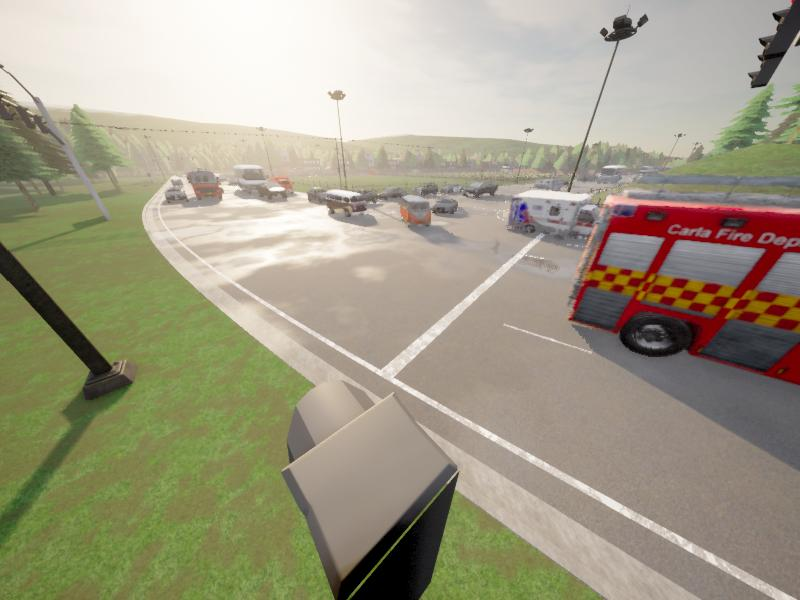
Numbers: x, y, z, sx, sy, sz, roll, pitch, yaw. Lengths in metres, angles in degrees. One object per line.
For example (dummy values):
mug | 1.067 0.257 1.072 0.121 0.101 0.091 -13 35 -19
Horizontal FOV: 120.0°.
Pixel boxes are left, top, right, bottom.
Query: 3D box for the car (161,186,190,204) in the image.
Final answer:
car | -29.716 -13.989 30.613 2.152 1.651 5.027 -23 37 -34

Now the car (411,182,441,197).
car | 4.107 -17.597 36.606 4.605 1.855 1.932 -23 37 -34

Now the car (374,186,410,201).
car | -1.112 -15.090 32.661 4.792 1.488 2.163 -26 39 -37

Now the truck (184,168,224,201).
truck | -28.387 -16.866 33.394 2.891 3.827 8.468 -22 37 -33

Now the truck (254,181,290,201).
truck | -18.337 -15.584 32.893 2.390 2.098 6.274 -24 38 -36

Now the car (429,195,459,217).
car | 4.457 -9.376 22.877 1.994 1.385 4.181 11 32 18

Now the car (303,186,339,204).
car | -10.332 -13.723 30.103 2.242 1.667 4.611 -26 39 -37

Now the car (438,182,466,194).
car | 9.060 -19.532 40.306 4.974 1.542 2.038 -23 37 -34

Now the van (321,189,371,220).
van | -5.084 -9.010 21.549 4.480 2.038 2.069 25 38 34

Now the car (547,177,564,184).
car | 44.440 -34.307 66.088 5.027 1.651 2.152 -23 37 -34

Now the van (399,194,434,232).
van | 1.111 -6.870 17.920 1.775 1.987 4.442 -5 30 -8

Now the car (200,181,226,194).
car | -33.022 -19.800 40.675 5.027 1.651 2.152 24 38 35

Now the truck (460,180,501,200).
truck | 11.977 -16.434 34.368 6.274 2.098 2.390 -23 37 -34

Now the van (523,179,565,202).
van | 20.296 -15.500 32.426 6.366 2.431 2.351 -23 37 -34

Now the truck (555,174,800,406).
truck | 8.667 -0.163 4.463 8.468 3.827 2.891 19 35 30

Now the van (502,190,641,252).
van | 10.396 -5.368 14.886 2.351 2.431 6.366 -28 40 -30

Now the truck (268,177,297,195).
truck | -19.950 -19.418 39.175 2.627 2.467 5.204 -22 37 -33

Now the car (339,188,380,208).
car | -4.743 -12.551 28.123 2.152 1.651 5.027 16 34 25

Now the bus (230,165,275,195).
bus | -26.081 -21.258 40.564 3.944 4.253 10.273 -22 37 -33

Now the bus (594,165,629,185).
bus | 57.698 -34.204 62.992 10.273 4.253 3.944 -23 37 -34
